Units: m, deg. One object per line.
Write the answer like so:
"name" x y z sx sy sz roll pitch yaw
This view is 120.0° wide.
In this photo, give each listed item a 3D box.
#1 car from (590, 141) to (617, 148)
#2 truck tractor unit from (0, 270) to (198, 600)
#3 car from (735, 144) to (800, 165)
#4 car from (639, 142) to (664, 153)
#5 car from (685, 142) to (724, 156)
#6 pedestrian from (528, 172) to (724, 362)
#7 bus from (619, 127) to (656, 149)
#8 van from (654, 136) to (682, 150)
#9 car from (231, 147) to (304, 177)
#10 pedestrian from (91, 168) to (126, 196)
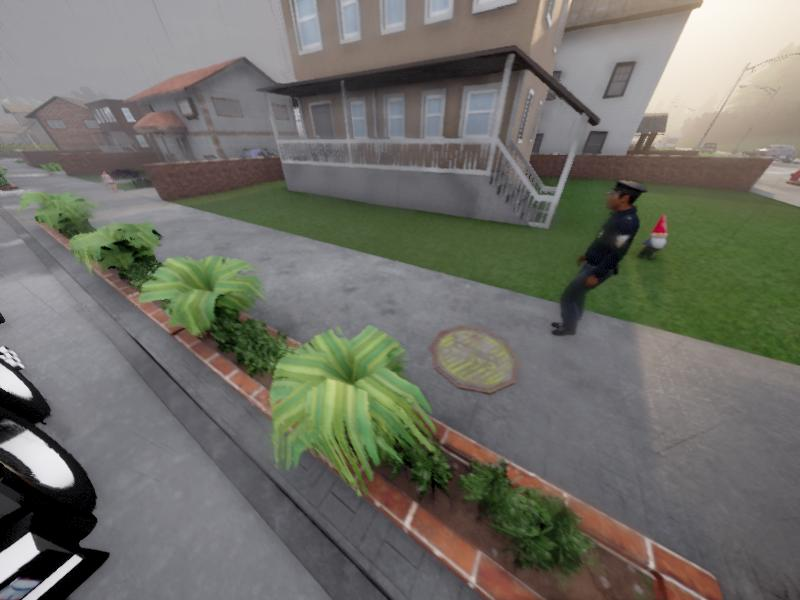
"car" 55.034 -42.106 62.562 5.357 1.415 2.033 -5 35 -7
"truck tractor unit" -5.122 -0.289 0.768 6.516 4.208 3.053 18 39 24
"car" 38.777 -15.370 24.283 2.152 1.651 5.027 19 39 25
"car" 50.460 -30.712 46.456 2.152 1.651 5.027 19 39 25
"car" 47.691 -23.806 36.311 2.033 1.649 4.856 19 39 25
"pedestrian" 2.204 -0.328 2.604 0.751 1.860 0.751 20 40 27
"bus" 61.359 -42.109 60.164 3.944 4.253 10.273 19 39 25
"van" 58.477 -34.402 50.590 1.988 2.561 5.915 19 39 25
"car" -8.848 -9.485 15.765 1.845 1.501 3.633 19 39 25
"pedestrian" -13.948 -5.653 11.073 0.500 1.100 0.500 16 38 22
